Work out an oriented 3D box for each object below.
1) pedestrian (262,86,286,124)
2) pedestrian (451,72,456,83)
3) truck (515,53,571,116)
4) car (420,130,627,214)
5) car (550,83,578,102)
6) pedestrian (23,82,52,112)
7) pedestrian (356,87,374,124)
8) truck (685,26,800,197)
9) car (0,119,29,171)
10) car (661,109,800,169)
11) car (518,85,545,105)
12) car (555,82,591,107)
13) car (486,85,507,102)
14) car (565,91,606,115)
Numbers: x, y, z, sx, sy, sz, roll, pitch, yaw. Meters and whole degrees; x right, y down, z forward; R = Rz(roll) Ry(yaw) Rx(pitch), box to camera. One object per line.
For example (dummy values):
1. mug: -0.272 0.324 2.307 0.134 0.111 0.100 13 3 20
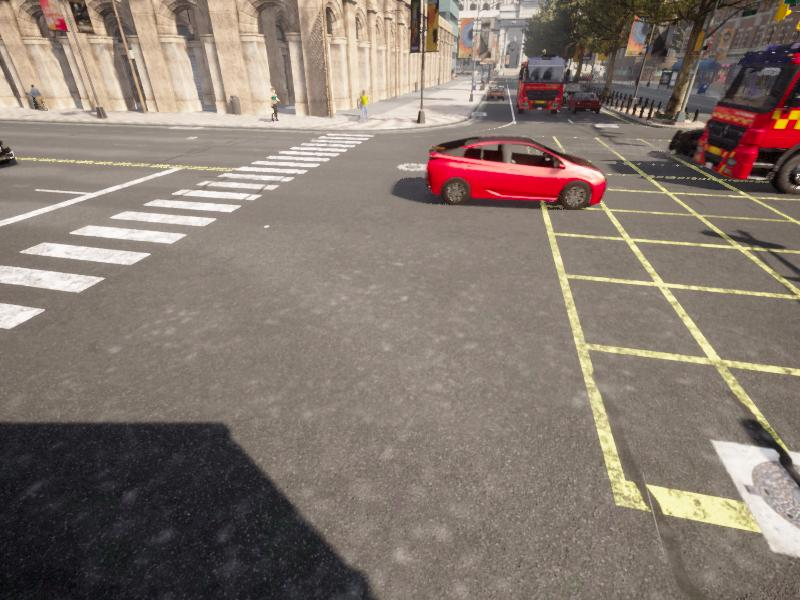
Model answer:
1. pedestrian: -7.274 -11.279 23.139 0.751 1.860 0.751 12 32 20
2. pedestrian: 10.618 -44.042 79.263 0.751 1.860 0.751 6 31 10
3. truck: 10.813 -16.895 31.170 2.891 3.827 8.468 6 31 11
4. car: 2.878 -3.367 10.276 4.514 1.525 2.007 4 30 6
5. car: 16.913 -21.521 41.425 1.970 1.475 3.806 7 31 11
6. pedestrian: -26.235 -14.697 28.981 0.751 1.860 0.751 11 32 18
7. pedestrian: -1.991 -11.151 22.923 0.751 1.860 0.751 6 31 10
8. truck: 13.472 -4.861 10.560 8.468 3.827 2.891 6 31 11
9. car: -15.829 -5.279 13.570 4.892 1.490 1.837 6 31 11
10. car: 12.800 -5.796 14.326 5.238 1.638 1.930 6 31 11
11. car: 12.493 -19.655 38.226 1.970 1.475 3.806 6 31 11
12. car: 15.615 -18.742 36.350 2.097 1.767 4.553 6 31 11
13. car: 9.978 -21.411 41.401 1.895 1.301 4.718 6 31 11
14. car: 14.102 -15.122 30.644 1.895 1.301 4.718 6 31 11
